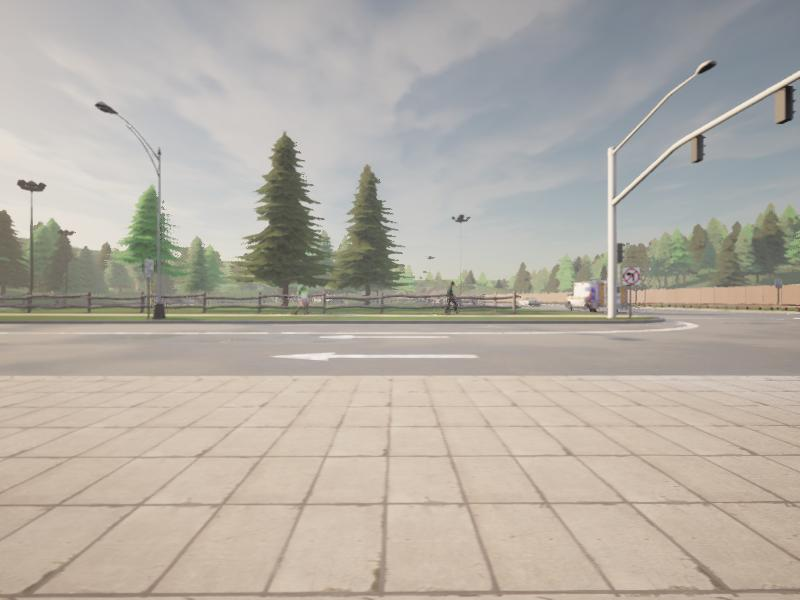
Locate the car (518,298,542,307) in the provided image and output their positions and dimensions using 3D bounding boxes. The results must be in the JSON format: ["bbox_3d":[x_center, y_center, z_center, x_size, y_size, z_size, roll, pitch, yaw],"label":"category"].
[{"bbox_3d":[18.819,0.351,58.219,1.895,1.301,4.718,0,0,-1],"label":"car"}]

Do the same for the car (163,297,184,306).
[{"bbox_3d":[-42.504,0.211,75.155,1.851,1.617,3.988,0,0,-1],"label":"car"}]

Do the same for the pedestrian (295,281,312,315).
[{"bbox_3d":[-5.291,-0.117,21.938,0.751,1.860,0.751,0,0,4],"label":"pedestrian"}]

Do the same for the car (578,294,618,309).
[{"bbox_3d":[22.479,0.166,45.611,2.242,1.667,4.611,0,0,-1],"label":"car"}]

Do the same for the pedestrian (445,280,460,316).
[{"bbox_3d":[2.778,-0.114,21.335,0.751,1.860,0.751,0,0,3],"label":"pedestrian"}]

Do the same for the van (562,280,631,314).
[{"bbox_3d":[15.654,-0.216,32.398,2.351,2.431,6.366,0,0,-1],"label":"van"}]

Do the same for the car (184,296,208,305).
[{"bbox_3d":[-39.017,0.153,76.689,2.033,1.649,4.856,0,0,-1],"label":"car"}]
